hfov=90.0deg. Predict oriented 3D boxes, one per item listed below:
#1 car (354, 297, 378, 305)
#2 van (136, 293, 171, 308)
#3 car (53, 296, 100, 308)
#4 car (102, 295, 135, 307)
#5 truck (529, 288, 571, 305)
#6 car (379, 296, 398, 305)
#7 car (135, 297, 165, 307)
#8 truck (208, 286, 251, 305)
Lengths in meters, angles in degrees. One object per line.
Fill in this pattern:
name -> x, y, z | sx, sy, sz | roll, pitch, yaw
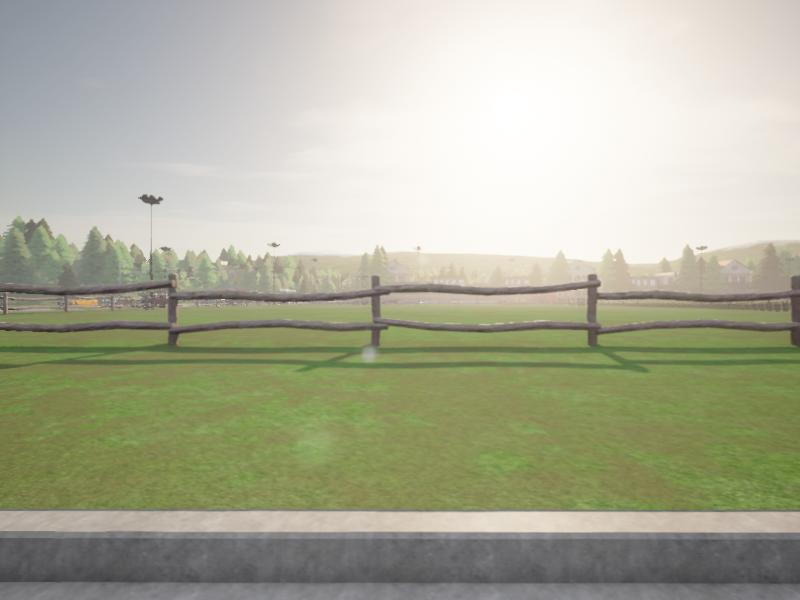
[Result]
car -> -7.546, 0.265, 88.572 | 5.238, 1.638, 1.930 | 0, 0, 0
van -> -34.716, 0.024, 56.550 | 2.069, 2.038, 4.480 | 0, 0, 1
car -> -41.791, 0.266, 51.855 | 1.882, 1.535, 5.008 | 0, 0, 1
car -> -45.094, 0.111, 64.246 | 1.932, 1.855, 4.605 | 0, 0, 1
truck -> 34.410, -0.820, 91.788 | 8.468, 3.827, 2.891 | 0, 0, 0
car -> -2.418, 0.146, 85.037 | 3.866, 1.878, 1.905 | 0, 0, 0
car -> -38.153, 0.309, 61.136 | 1.816, 1.474, 4.193 | 0, 0, 1
truck -> -36.466, -0.839, 85.732 | 2.891, 3.827, 8.468 | 0, 0, 29
